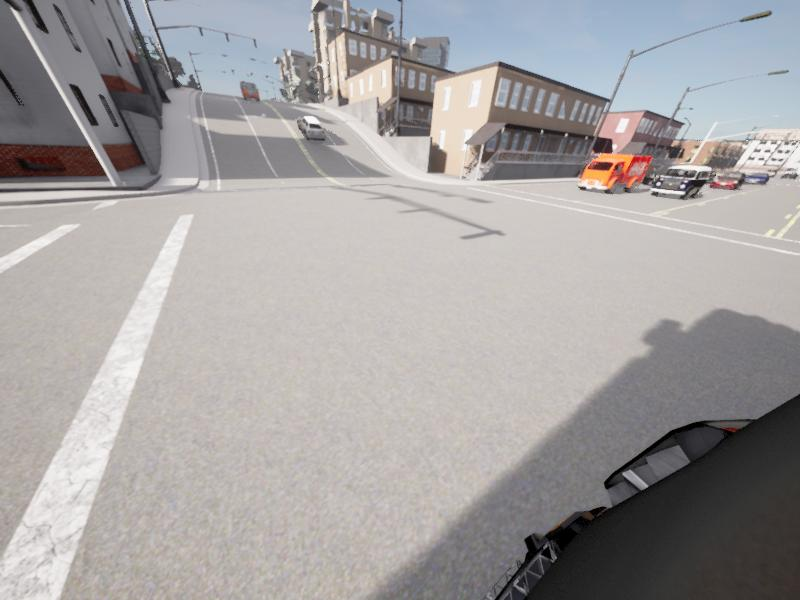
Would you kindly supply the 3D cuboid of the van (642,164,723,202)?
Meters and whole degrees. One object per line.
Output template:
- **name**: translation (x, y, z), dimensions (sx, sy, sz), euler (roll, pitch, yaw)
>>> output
- **van**: translation (19.931, -8.328, 16.338), dimensions (4.480, 2.038, 2.069), euler (-16, 38, -27)

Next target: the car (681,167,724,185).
- **car**: translation (39.082, -16.115, 29.883), dimensions (4.553, 1.767, 2.097), euler (-16, 38, -27)

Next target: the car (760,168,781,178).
- **car**: translation (95.243, -32.697, 59.417), dimensions (4.605, 1.855, 1.932), euler (-16, 38, -27)

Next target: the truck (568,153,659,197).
- **truck**: translation (16.053, -9.545, 17.455), dimensions (5.204, 2.467, 2.627), euler (-16, 38, -25)

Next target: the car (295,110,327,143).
- **car**: translation (-8.993, -17.530, 23.334), dimensions (1.970, 1.475, 3.806), euler (-17, 58, -28)

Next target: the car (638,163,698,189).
- **car**: translation (27.449, -12.776, 23.658), dimensions (5.566, 2.045, 2.150), euler (-17, 38, -27)

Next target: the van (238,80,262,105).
- **van**: translation (-19.066, -26.463, 29.370), dimensions (1.775, 1.987, 4.442), euler (-16, 46, -27)

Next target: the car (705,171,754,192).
- **car**: translation (34.149, -12.340, 23.946), dimensions (3.988, 1.617, 1.851), euler (-16, 38, -27)

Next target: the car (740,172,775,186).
- **car**: translation (50.307, -17.031, 32.492), dimensions (4.674, 1.442, 1.812), euler (-16, 38, -27)
